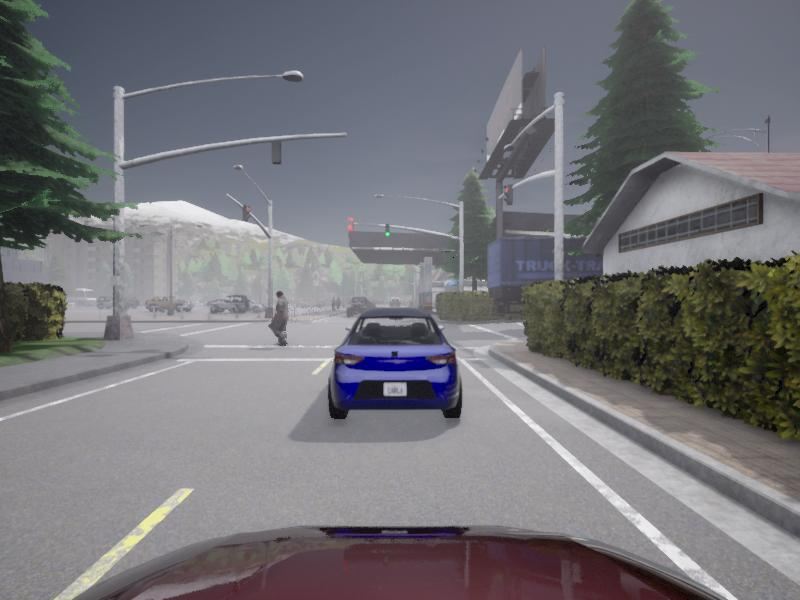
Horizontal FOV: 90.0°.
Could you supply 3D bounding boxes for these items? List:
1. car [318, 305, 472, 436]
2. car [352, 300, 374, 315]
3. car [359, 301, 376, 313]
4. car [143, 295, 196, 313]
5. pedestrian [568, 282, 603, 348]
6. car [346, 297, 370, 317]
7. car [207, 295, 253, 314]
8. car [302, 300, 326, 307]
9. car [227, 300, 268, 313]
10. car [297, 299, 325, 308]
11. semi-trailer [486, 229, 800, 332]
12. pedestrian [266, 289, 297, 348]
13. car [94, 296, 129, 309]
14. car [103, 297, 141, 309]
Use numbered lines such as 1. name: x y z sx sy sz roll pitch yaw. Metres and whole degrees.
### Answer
1. car: -0.081 0.854 6.794 1.816 1.474 4.193 0 0 -1
2. car: -4.028 0.778 44.584 2.033 1.649 4.856 0 0 -1
3. car: -4.104 0.853 50.907 1.970 1.475 3.806 0 0 -1
4. car: -25.183 0.441 43.836 4.605 1.855 1.932 0 0 -1
5. pedestrian: 5.423 0.431 11.746 0.751 1.860 0.751 0 0 9
6. car: -3.952 0.646 38.132 1.905 1.878 3.866 0 0 -1
7. car: -17.258 0.420 40.690 3.866 1.878 1.905 0 0 -1
8. car: -17.476 0.683 81.411 4.514 1.523 2.007 0 0 -1
9. car: -16.706 0.704 44.025 3.806 1.475 1.970 0 0 -1
10. car: -17.367 0.674 78.276 5.027 1.636 2.152 0 0 -1
11. semi-trailer: 11.373 -0.813 18.506 14.254 4.402 2.717 0 0 -1
12. pedestrian: -3.865 0.577 13.065 0.751 1.860 0.751 0 0 5
13. car: -42.848 0.420 59.457 3.866 1.878 1.905 0 0 -1
14. car: -43.312 0.441 62.355 4.605 1.855 1.932 0 0 -1
